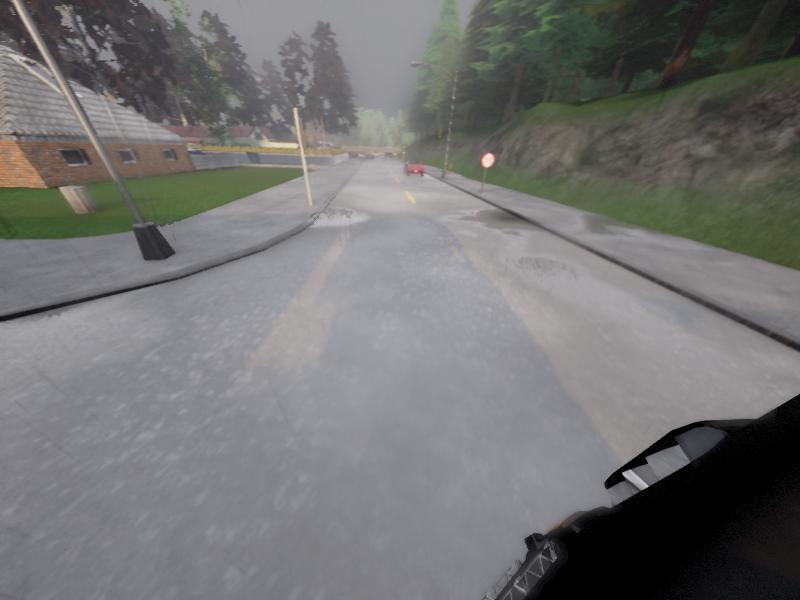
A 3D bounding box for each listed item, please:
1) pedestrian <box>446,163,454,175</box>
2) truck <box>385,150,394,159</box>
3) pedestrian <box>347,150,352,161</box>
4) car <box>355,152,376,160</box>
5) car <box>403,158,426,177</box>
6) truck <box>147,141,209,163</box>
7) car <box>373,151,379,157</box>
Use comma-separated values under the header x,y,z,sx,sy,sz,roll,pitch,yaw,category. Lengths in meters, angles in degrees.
x,y,z,sx,sy,sz,roll,pitch,yaw,category
5.515,-14.423,25.365,0.500,1.100,0.500,23,38,29,pedestrian
-3.354,-44.048,69.895,2.390,2.098,6.274,-1,33,-5,truck
-9.992,-28.781,45.940,0.751,1.860,0.751,-1,33,-5,pedestrian
-8.629,-36.261,58.057,4.974,1.542,2.038,19,36,24,car
1.408,-13.931,24.219,1.845,1.501,3.633,-1,33,-5,car
-26.029,-17.485,27.346,4.478,2.038,2.069,-1,33,-5,truck
-8.295,-50.462,79.726,1.932,1.855,4.605,-1,33,-5,car
